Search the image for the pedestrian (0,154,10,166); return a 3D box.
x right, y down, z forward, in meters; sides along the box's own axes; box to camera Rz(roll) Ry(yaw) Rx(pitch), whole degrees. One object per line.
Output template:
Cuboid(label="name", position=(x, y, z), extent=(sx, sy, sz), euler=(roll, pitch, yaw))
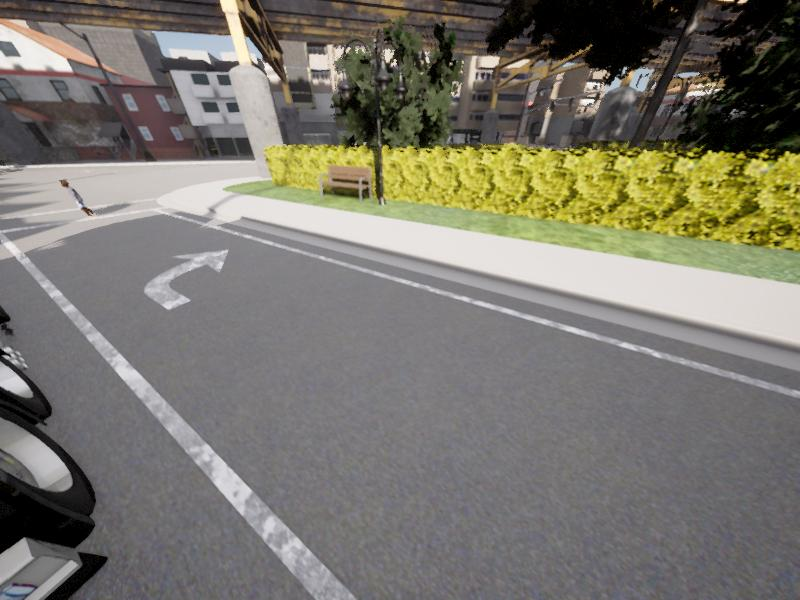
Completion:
Cuboid(label="pedestrian", position=(-41.056, -14.380, 23.611), extent=(0.500, 1.100, 0.500), euler=(-2, 35, -3))

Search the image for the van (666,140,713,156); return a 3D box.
Cuboid(label="van", position=(44.817, -23.651, 35.839), extent=(4.480, 2.038, 2.069), euler=(-9, 36, -12))

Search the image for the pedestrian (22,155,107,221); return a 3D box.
Cuboid(label="pedestrian", position=(-11.125, -3.757, 7.783), extent=(0.751, 1.860, 0.751), euler=(-27, 43, -33))

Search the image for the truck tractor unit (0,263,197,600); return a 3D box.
Cuboid(label="truck tractor unit", position=(-5.117, -0.292, 0.792), extent=(6.516, 4.208, 3.053), euler=(18, 39, 24))
